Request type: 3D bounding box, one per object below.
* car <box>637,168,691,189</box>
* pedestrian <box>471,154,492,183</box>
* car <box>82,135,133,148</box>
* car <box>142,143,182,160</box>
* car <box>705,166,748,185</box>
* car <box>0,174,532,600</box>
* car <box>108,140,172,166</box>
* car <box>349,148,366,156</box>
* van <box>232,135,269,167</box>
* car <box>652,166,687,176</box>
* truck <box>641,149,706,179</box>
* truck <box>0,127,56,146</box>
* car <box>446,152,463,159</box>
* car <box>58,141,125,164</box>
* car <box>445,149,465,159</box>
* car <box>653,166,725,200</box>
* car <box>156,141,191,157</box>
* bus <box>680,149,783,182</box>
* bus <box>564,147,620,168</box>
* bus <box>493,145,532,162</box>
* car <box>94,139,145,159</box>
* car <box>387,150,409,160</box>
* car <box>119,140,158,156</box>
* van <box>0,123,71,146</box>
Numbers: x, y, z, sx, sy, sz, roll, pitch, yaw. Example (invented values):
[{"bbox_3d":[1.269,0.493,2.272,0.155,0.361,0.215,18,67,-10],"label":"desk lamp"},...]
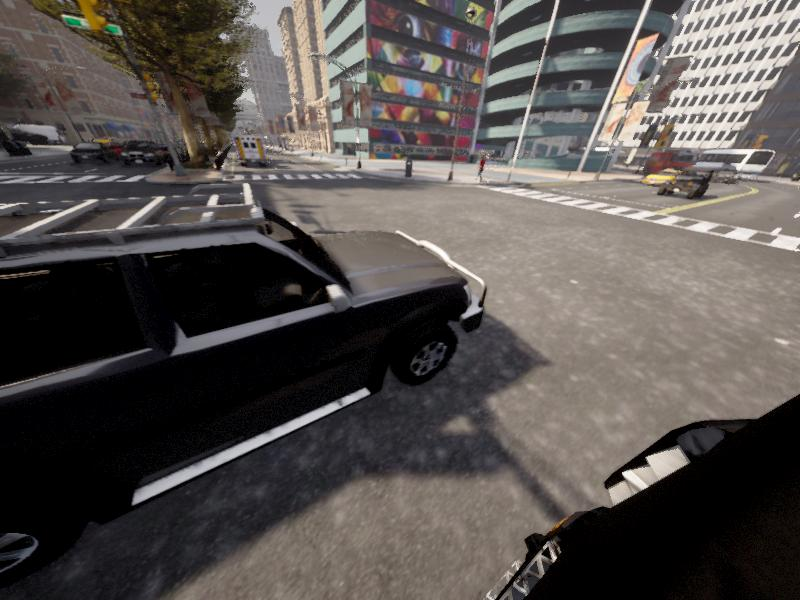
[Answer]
[{"bbox_3d":[26.284,-12.173,22.983,5.366,1.575,1.801,-16,38,-27],"label":"car"},{"bbox_3d":[6.138,-9.936,17.449,0.751,1.860,0.751,-15,38,-25],"label":"pedestrian"},{"bbox_3d":[-51.418,-27.962,40.730,1.801,1.575,5.366,27,40,32],"label":"car"},{"bbox_3d":[-25.532,-16.044,24.954,1.994,1.385,4.181,-16,38,-26],"label":"car"},{"bbox_3d":[42.574,-16.342,30.275,1.905,1.878,3.866,26,40,30],"label":"car"},{"bbox_3d":[-1.453,0.066,2.056,4.605,1.855,1.932,-16,38,-26],"label":"car"},{"bbox_3d":[-21.875,-12.585,19.744,2.242,1.667,4.611,-16,38,-26],"label":"car"},{"bbox_3d":[-9.903,-34.572,53.889,2.161,1.482,4.786,-16,38,-26],"label":"car"},{"bbox_3d":[-15.357,-15.285,23.647,2.351,2.431,6.366,-16,38,-26],"label":"van"},{"bbox_3d":[50.221,-24.109,43.135,1.895,1.301,4.718,9,34,10],"label":"car"},{"bbox_3d":[45.141,-22.961,38.718,2.891,3.827,8.468,15,35,17],"label":"truck"},{"bbox_3d":[-56.639,-23.969,33.820,6.274,2.098,2.390,-17,38,-27],"label":"truck"},{"bbox_3d":[15.813,-42.255,67.523,2.007,1.523,4.514,-16,38,-26],"label":"car"},{"bbox_3d":[-25.807,-12.563,19.608,1.812,1.442,4.674,-16,38,-26],"label":"car"},{"bbox_3d":[15.860,-42.552,67.265,2.435,2.045,5.566,-16,38,-26],"label":"car"},{"bbox_3d":[20.968,-8.538,16.795,3.866,1.878,1.905,-16,38,-27],"label":"car"},{"bbox_3d":[-28.884,-19.403,29.635,2.128,1.511,4.902,-16,38,-26],"label":"car"},{"bbox_3d":[56.755,-23.743,40.417,3.944,4.253,10.273,9,34,10],"label":"bus"},{"bbox_3d":[51.580,-38.762,62.692,3.944,4.253,10.273,-11,36,-20],"label":"bus"},{"bbox_3d":[35.789,-47.249,74.270,3.944,4.253,10.273,-16,38,-26],"label":"bus"},{"bbox_3d":[-29.192,-15.878,24.274,2.007,1.525,4.514,-16,38,-26],"label":"car"},{"bbox_3d":[-0.502,-29.890,47.484,2.128,1.511,4.902,-16,38,-26],"label":"car"},{"bbox_3d":[-32.511,-19.096,28.902,1.837,1.490,4.892,-16,38,-27],"label":"car"},{"bbox_3d":[-57.864,-26.097,36.538,5.915,2.561,1.988,-18,39,-28],"label":"van"}]
